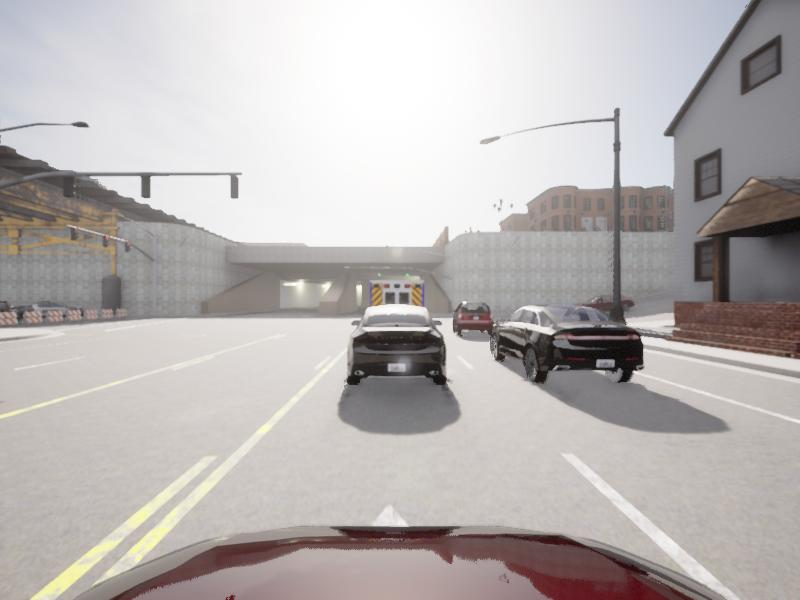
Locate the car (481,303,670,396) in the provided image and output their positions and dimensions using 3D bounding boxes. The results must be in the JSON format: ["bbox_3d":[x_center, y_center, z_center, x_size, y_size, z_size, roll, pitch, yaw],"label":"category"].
[{"bbox_3d":[3.422,0.851,9.128,2.128,1.511,4.902,0,0,0],"label":"car"}]

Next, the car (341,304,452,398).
[{"bbox_3d":[-0.075,0.860,9.046,1.837,1.490,4.892,0,0,-1],"label":"car"}]

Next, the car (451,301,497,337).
[{"bbox_3d":[3.573,0.858,19.887,1.851,1.617,3.988,0,0,5],"label":"car"}]

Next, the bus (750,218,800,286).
[{"bbox_3d":[31.493,-4.321,27.815,10.273,4.253,3.944,-14,1,-1],"label":"bus"}]

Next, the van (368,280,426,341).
[{"bbox_3d":[-0.235,0.429,19.235,2.351,2.431,6.366,0,0,-2],"label":"van"}]

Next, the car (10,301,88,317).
[{"bbox_3d":[-29.280,0.692,33.560,1.853,1.218,4.536,0,0,28],"label":"car"}]

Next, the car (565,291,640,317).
[{"bbox_3d":[15.581,0.322,30.953,4.674,1.442,1.812,-7,0,1],"label":"car"}]

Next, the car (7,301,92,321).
[{"bbox_3d":[-29.256,0.850,33.605,2.038,1.542,4.974,0,0,28],"label":"car"}]
